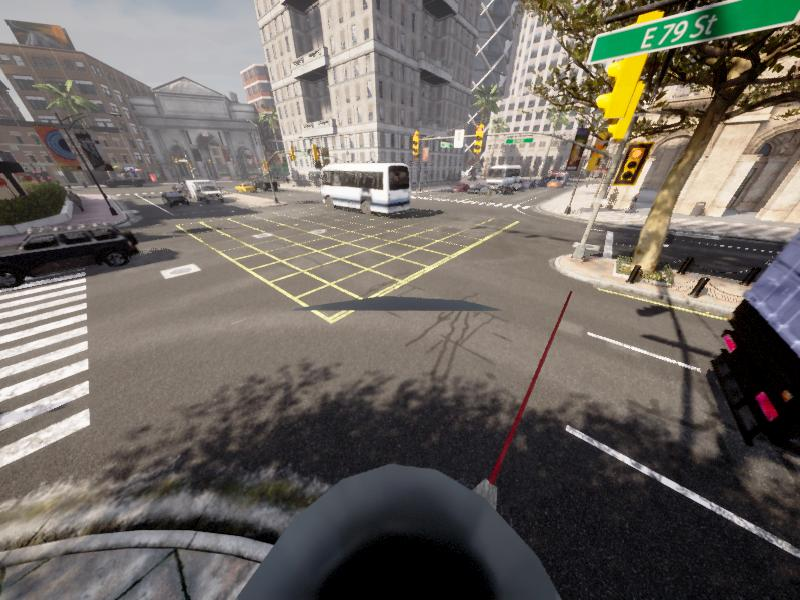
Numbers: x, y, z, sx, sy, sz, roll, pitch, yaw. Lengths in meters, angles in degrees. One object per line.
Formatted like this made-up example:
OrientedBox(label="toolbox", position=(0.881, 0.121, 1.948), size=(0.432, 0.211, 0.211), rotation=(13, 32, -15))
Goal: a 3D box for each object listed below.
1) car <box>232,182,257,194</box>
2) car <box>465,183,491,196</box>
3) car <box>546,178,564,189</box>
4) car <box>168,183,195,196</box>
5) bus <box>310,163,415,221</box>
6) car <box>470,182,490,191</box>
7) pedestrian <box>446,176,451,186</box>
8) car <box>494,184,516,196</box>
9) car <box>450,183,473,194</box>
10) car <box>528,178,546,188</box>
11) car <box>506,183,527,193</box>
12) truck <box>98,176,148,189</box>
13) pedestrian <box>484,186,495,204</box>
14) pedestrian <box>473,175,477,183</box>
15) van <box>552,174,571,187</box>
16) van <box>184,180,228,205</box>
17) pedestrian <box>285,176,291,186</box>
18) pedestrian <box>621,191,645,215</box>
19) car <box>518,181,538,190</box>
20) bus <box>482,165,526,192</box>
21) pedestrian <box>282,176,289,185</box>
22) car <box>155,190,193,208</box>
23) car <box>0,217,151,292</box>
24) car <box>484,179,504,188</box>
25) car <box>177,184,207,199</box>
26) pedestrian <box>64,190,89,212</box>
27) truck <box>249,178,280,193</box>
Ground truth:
OrientedBox(label="car", position=(-27.676, -20.013, 41.088), size=(5.366, 1.575, 1.801), rotation=(23, 37, 34))
OrientedBox(label="car", position=(12.850, -18.228, 38.039), size=(2.038, 1.542, 4.974), rotation=(23, 37, 34))
OrientedBox(label="car", position=(33.211, -24.960, 49.443), size=(2.097, 1.767, 4.553), rotation=(23, 37, 34))
OrientedBox(label="car", position=(-36.557, -18.525, 38.581), size=(4.902, 1.511, 2.128), rotation=(23, 37, 34))
OrientedBox(label="bus", position=(-3.897, -11.056, 22.906), size=(10.273, 4.253, 3.944), rotation=(23, 37, 34))
OrientedBox(label="car", position=(16.026, -22.750, 46.115), size=(1.895, 1.301, 4.718), rotation=(23, 37, 34))
OrientedBox(label="pedestrian", position=(11.210, -27.655, 53.692), size=(0.751, 1.860, 0.751), rotation=(27, 39, 38))
OrientedBox(label="car", position=(17.189, -18.077, 37.842), size=(1.816, 1.474, 4.193), rotation=(23, 37, 34))
OrientedBox(label="car", position=(10.910, -19.754, 40.775), size=(1.812, 1.442, 4.674), rotation=(23, 37, 34))
OrientedBox(label="car", position=(30.644, -26.106, 51.601), size=(2.152, 1.651, 5.027), rotation=(23, 37, 34))
OrientedBox(label="car", position=(21.378, -20.487, 42.194), size=(1.895, 1.301, 4.718), rotation=(23, 37, 34))
OrientedBox(label="truck", position=(-59.566, -25.442, 49.969), size=(6.274, 2.098, 2.390), rotation=(-19, 35, -30))
OrientedBox(label="pedestrian", position=(11.028, -13.000, 28.613), size=(0.751, 1.860, 0.751), rotation=(23, 37, 34))
OrientedBox(label="pedestrian", position=(20.081, -32.346, 61.817), size=(0.751, 1.860, 0.751), rotation=(20, 35, 30))
OrientedBox(label="van", position=(37.843, -28.026, 54.010), size=(1.988, 2.561, 5.915), rotation=(23, 37, 34))
OrientedBox(label="van", position=(-25.231, -14.113, 30.022), size=(6.366, 2.431, 2.351), rotation=(23, 37, 34))
OrientedBox(label="pedestrian", position=(-26.072, -27.619, 53.630), size=(0.751, 1.860, 0.751), rotation=(-24, 38, -35))
OrientedBox(label="pedestrian", position=(21.422, -8.919, 21.241), size=(0.751, 1.860, 0.751), rotation=(-17, 34, -27))
OrientedBox(label="car", position=(26.001, -23.250, 46.881), size=(2.033, 1.411, 5.357), rotation=(23, 37, 34))
OrientedBox(label="bus", position=(20.279, -23.744, 44.881), size=(3.944, 4.253, 10.273), rotation=(23, 37, 34))
OrientedBox(label="pedestrian", position=(-28.100, -29.439, 56.783), size=(0.751, 1.860, 0.751), rotation=(17, 34, 27))
OrientedBox(label="car", position=(-27.136, -12.180, 27.707), size=(5.357, 1.411, 2.033), rotation=(23, 37, 34))
OrientedBox(label="car", position=(-14.318, -2.093, 9.754), size=(1.932, 1.855, 4.605), rotation=(23, 37, 34))
OrientedBox(label="car", position=(20.584, -25.591, 50.659), size=(2.242, 1.667, 4.611), rotation=(23, 37, 34))
OrientedBox(label="car", position=(-31.092, -16.241, 34.507), size=(4.856, 1.649, 2.033), rotation=(23, 37, 34))
OrientedBox(label="pedestrian", position=(-31.760, -9.756, 22.690), size=(0.751, 1.860, 0.751), rotation=(23, 37, 34))
OrientedBox(label="truck", position=(-25.339, -21.541, 43.216), size=(6.274, 2.098, 2.390), rotation=(23, 37, 34))
